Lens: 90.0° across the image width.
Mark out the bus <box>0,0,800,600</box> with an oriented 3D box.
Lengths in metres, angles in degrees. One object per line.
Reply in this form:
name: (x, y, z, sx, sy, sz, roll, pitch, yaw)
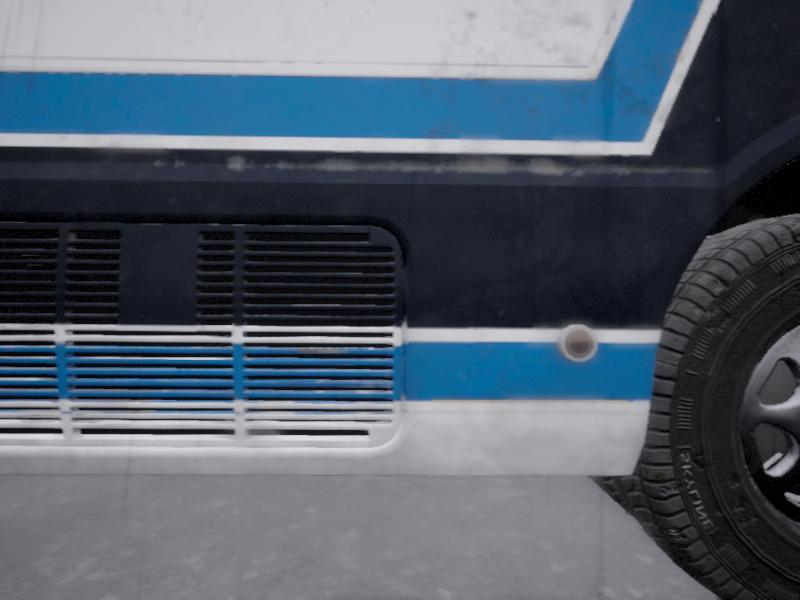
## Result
bus: (-0.881, -1.130, 2.436, 10.273, 4.253, 3.944, 0, 0, -1)
